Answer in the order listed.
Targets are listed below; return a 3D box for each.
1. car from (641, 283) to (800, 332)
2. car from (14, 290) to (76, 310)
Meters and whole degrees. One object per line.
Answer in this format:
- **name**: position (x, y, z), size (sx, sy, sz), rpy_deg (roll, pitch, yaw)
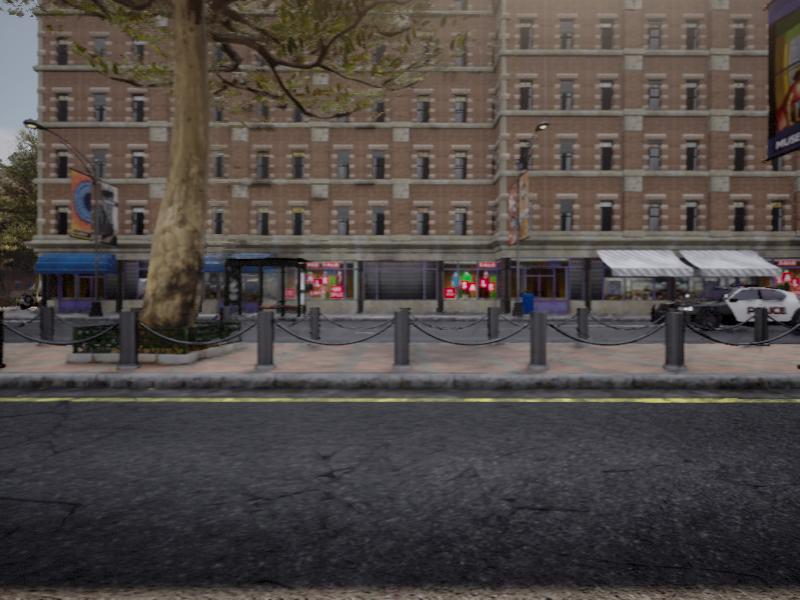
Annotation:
- **car**: position (11.367, 0.237, 13.698), size (4.974, 1.542, 2.038), rpy_deg (0, 0, 0)
- **car**: position (-34.283, 0.012, 38.848), size (1.932, 1.855, 4.605), rpy_deg (0, 0, -1)
